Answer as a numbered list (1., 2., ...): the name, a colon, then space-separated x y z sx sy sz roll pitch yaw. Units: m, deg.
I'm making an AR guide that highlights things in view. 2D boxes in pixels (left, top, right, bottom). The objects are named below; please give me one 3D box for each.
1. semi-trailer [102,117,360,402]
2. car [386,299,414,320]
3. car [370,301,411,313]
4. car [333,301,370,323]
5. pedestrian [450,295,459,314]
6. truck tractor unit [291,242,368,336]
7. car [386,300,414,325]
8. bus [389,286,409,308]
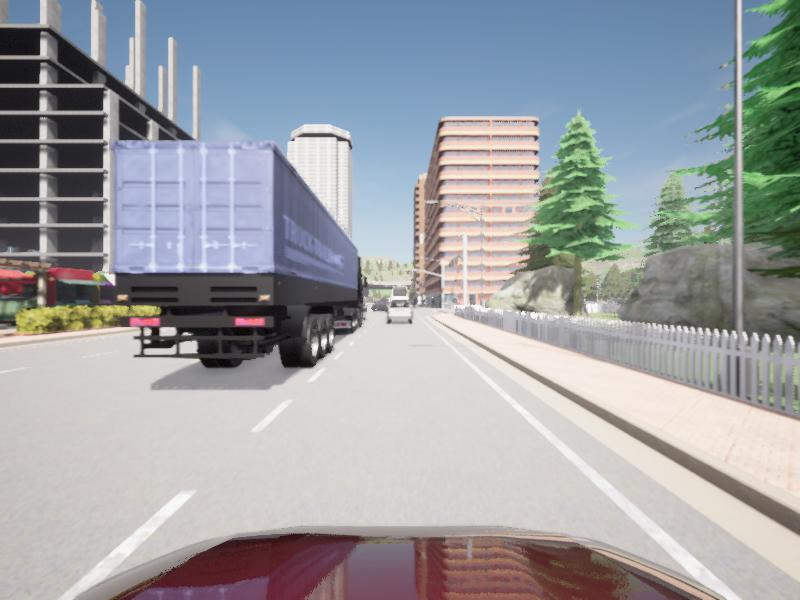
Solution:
1. semi-trailer: -3.316 -0.621 13.318 2.717 4.402 14.254 0 0 -1
2. car: 0.016 0.746 33.960 2.242 1.667 4.611 0 0 0
3. car: -1.288 0.858 51.229 5.357 1.411 2.033 0 0 42
4. car: -3.508 0.827 29.807 2.128 1.511 4.902 0 0 0
5. pedestrian: 5.494 0.439 40.623 0.751 1.860 0.751 0 0 20
6. truck tractor unit: -3.411 -0.522 21.229 3.053 4.208 6.516 0 0 -1
7. car: -0.006 0.780 27.708 1.851 1.617 3.988 0 0 0
8. bus: -0.141 -0.557 82.407 3.944 4.253 10.273 0 0 0
